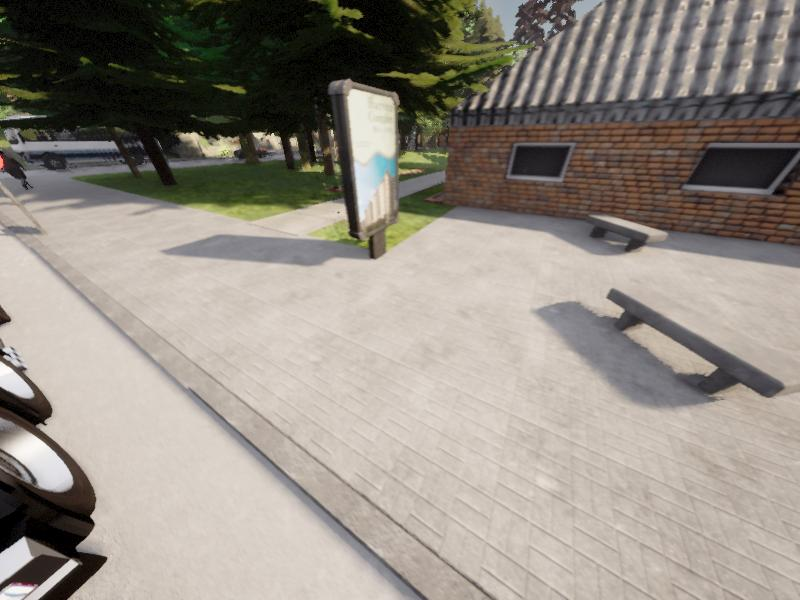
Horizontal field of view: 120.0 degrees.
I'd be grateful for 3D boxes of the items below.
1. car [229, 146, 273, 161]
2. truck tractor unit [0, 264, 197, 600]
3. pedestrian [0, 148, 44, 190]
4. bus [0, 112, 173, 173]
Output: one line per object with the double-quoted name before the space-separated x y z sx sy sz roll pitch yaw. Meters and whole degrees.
"car" -21.054 -20.937 32.942 1.837 1.490 4.892 18 39 24
"truck tractor unit" -5.121 -0.286 0.795 6.516 4.208 3.053 18 39 25
"pedestrian" -20.574 -6.965 12.331 0.751 1.860 0.751 -23 41 -29
"bus" -31.448 -16.033 23.577 3.944 4.253 10.273 17 38 23
